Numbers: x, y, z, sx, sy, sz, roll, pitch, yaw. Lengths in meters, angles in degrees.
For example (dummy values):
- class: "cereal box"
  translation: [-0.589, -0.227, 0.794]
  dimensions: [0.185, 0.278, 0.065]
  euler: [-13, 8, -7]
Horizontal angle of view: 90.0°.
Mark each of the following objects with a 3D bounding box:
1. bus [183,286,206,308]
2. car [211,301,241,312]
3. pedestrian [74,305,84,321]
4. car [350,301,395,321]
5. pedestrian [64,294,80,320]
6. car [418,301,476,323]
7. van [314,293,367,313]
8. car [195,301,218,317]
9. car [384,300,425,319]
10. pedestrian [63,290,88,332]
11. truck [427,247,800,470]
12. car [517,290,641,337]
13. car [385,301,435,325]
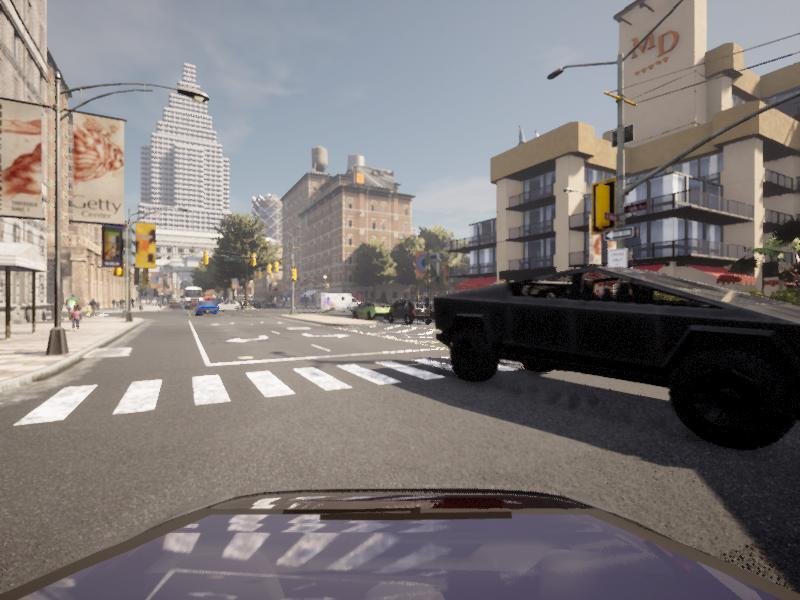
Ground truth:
- class: "bus"
  translation: [-42.820, -0.519, 83.034]
  dimensions: [3.944, 4.253, 10.273]
  euler: [0, 0, -29]
- class: "car"
  translation: [-23.734, 0.841, 54.658]
  dimensions: [3.633, 1.501, 1.845]
  euler: [0, 0, -29]
- class: "pedestrian"
  translation: [-21.726, 0.871, 27.060]
  dimensions: [0.500, 1.100, 0.500]
  euler: [0, 0, -41]
- class: "car"
  translation: [-2.361, 0.837, 33.052]
  dimensions: [2.007, 1.525, 4.514]
  euler: [0, 0, -29]
- class: "pedestrian"
  translation: [-23.913, 0.491, 29.204]
  dimensions: [0.751, 1.860, 0.751]
  euler: [0, 0, -25]
- class: "car"
  translation: [3.381, 0.853, 29.872]
  dimensions: [1.837, 1.490, 4.892]
  euler: [0, 0, -29]
- class: "van"
  translation: [-7.676, 0.391, 51.581]
  dimensions: [6.366, 2.431, 2.351]
  euler: [0, 0, -29]
- class: "car"
  translation: [-19.849, 0.832, 40.995]
  dimensions: [1.882, 1.535, 5.008]
  euler: [0, 0, -29]
- class: "car"
  translation: [0.334, 0.797, 35.421]
  dimensions: [1.851, 1.617, 3.988]
  euler: [0, 0, -29]
- class: "pedestrian"
  translation: [-14.573, 0.489, 17.982]
  dimensions: [0.751, 1.860, 0.751]
  euler: [0, 0, -30]
- class: "truck"
  translation: [3.286, 0.544, 6.748]
  dimensions: [2.390, 2.098, 6.274]
  euler: [0, 0, -32]
- class: "car"
  translation: [8.735, 0.575, 20.190]
  dimensions: [2.150, 2.045, 5.566]
  euler: [0, 0, -29]
- class: "car"
  translation: [0.618, 0.822, 27.634]
  dimensions: [1.789, 1.549, 3.705]
  euler: [0, 0, -29]
